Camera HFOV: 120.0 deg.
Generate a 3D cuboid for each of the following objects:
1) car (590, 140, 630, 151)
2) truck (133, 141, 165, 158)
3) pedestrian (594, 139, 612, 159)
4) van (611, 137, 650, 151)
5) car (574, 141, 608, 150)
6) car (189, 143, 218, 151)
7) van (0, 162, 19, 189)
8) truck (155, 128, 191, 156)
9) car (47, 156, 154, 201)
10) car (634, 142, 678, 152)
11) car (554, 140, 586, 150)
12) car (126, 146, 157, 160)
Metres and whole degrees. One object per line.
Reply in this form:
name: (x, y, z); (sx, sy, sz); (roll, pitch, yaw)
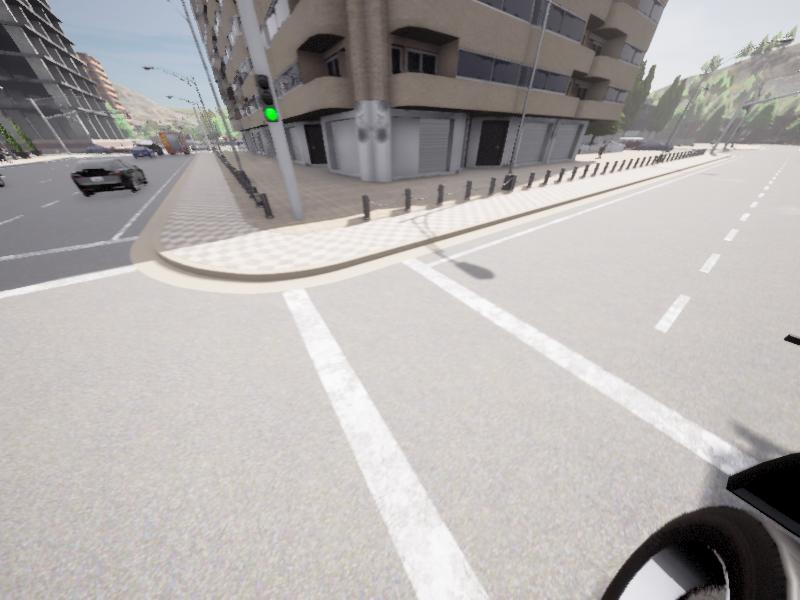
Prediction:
car: (40.333, -29.767, 44.510); (2.152, 1.651, 5.027); (-22, 40, -28)
truck: (-42.142, -25.483, 38.956); (2.390, 2.098, 6.274); (-22, 40, -28)
pedestrian: (22.842, -17.032, 26.050); (0.751, 1.860, 0.751); (-29, 44, -34)
van: (44.378, -30.141, 44.626); (2.069, 2.038, 4.480); (-22, 41, -28)
car: (40.603, -33.017, 49.216); (1.882, 1.535, 5.008); (-22, 40, -28)
car: (-48.285, -37.601, 56.858); (4.974, 1.542, 2.038); (-22, 41, -28)
van: (-23.797, -6.786, 12.101); (2.069, 2.038, 4.480); (-22, 40, -28)
truck: (-41.191, -28.883, 42.289); (2.891, 3.827, 8.468); (-22, 41, -28)
car: (-15.347, -6.654, 12.290); (2.163, 1.488, 4.792); (-22, 40, -28)
car: (44.185, -26.501, 39.956); (1.812, 1.442, 4.674); (-21, 40, -27)
car: (36.190, -33.143, 49.373); (2.033, 1.649, 4.856); (-22, 40, -28)
car: (-37.700, -21.598, 33.846); (1.882, 1.535, 5.008); (-22, 40, -28)
